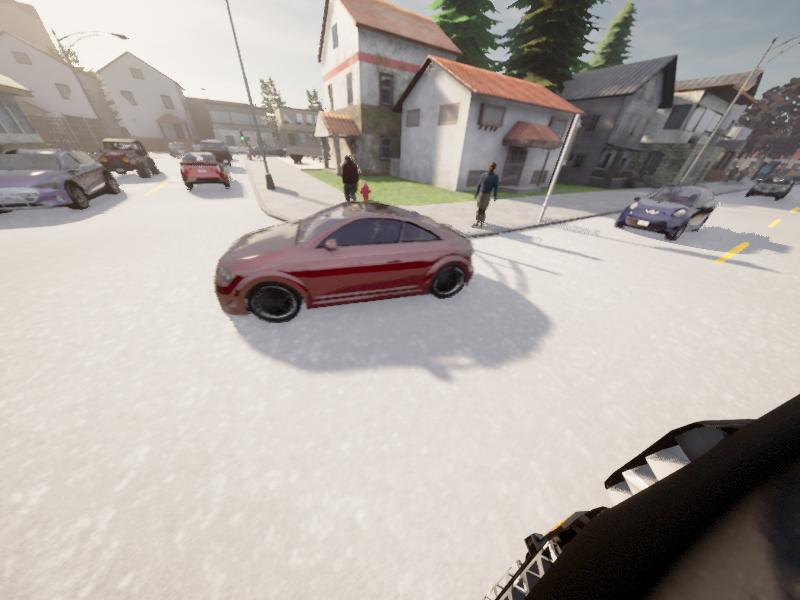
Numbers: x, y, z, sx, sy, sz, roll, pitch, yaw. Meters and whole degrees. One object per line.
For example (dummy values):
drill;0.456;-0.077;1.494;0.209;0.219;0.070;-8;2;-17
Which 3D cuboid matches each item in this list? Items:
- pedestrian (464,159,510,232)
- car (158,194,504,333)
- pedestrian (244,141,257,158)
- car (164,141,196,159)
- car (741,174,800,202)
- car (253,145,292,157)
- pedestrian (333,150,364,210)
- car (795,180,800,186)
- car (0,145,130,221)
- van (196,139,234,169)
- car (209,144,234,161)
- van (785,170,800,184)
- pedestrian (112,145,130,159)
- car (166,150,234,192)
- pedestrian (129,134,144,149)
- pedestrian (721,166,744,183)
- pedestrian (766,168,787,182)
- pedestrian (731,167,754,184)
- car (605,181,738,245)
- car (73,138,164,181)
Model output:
pedestrian;2.604;-3.174;7.044;0.751;1.860;0.751;20;37;24
car;-0.769;-0.924;4.060;4.181;1.385;1.994;-7;35;-15
pedestrian;-19.969;-20.206;30.947;0.751;1.860;0.751;22;38;26
car;-26.037;-17.733;27.304;2.128;1.511;4.902;-24;42;-34
car;29.672;-8.969;18.380;3.988;1.617;1.851;-16;38;-26
car;-20.199;-23.625;36.679;4.792;1.488;2.163;-23;42;-34
pedestrian;-1.871;-4.410;8.557;0.751;1.860;0.751;-17;38;-27
car;65.413;-18.883;36.638;4.514;1.525;2.007;-16;38;-26
car;-11.996;-4.250;7.957;2.033;1.649;4.856;-16;38;-26
van;-15.963;-12.766;20.173;1.775;1.987;4.442;-16;38;-26
car;-20.657;-17.196;26.949;1.816;1.474;4.193;-16;38;-26
van;72.876;-21.463;40.688;4.442;1.987;1.775;19;37;23
pedestrian;-25.558;-13.558;21.183;0.500;1.100;0.500;-3;34;-8
car;-10.320;-6.990;12.318;2.007;1.525;4.514;-16;38;-26
pedestrian;-40.586;-24.392;35.654;0.751;1.860;0.751;-17;38;-27
pedestrian;42.987;-16.204;29.883;0.751;1.860;0.751;-15;38;-25
pedestrian;59.327;-19.691;36.416;0.751;1.860;0.751;-3;34;-9
pedestrian;44.468;-16.205;30.000;0.751;1.860;0.751;-17;38;-27
car;9.595;-3.242;8.229;3.633;1.501;1.845;-16;38;-26
car;-15.912;-8.231;13.418;1.905;1.878;3.866;-16;38;-26
